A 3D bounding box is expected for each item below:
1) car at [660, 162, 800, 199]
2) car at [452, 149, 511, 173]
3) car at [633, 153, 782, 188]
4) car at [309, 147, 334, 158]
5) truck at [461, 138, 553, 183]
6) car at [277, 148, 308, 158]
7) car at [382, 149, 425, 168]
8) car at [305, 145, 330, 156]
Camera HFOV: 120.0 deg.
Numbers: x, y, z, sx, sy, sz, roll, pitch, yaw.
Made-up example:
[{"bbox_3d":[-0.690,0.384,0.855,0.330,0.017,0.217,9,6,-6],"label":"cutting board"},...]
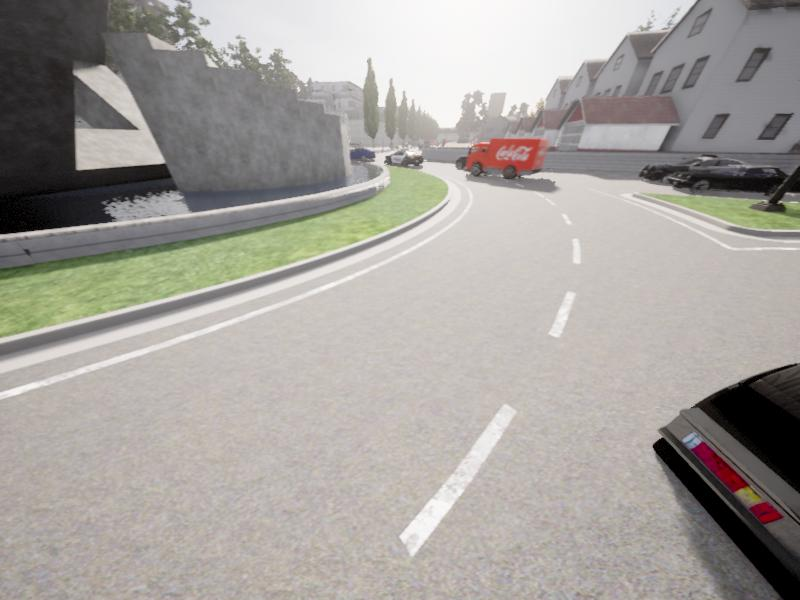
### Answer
[{"bbox_3d":[17.634,-6.387,12.223,4.718,1.301,1.895,13,37,18],"label":"car"},{"bbox_3d":[7.576,-13.337,21.988,2.033,1.649,4.856,-22,40,-29],"label":"car"},{"bbox_3d":[18.998,-8.342,14.759,5.238,1.638,1.930,13,37,18],"label":"car"},{"bbox_3d":[-13.329,-25.451,39.685,1.812,1.442,4.674,8,35,11],"label":"car"},{"bbox_3d":[7.656,-10.503,17.148,5.204,2.467,2.627,28,44,34],"label":"truck"},{"bbox_3d":[-17.584,-24.242,38.049,1.895,1.301,4.718,12,36,16],"label":"car"},{"bbox_3d":[0.264,-15.665,25.441,2.038,1.542,4.974,-24,41,-31],"label":"car"},{"bbox_3d":[-15.603,-28.581,44.145,2.038,1.542,4.974,7,35,10],"label":"car"}]
